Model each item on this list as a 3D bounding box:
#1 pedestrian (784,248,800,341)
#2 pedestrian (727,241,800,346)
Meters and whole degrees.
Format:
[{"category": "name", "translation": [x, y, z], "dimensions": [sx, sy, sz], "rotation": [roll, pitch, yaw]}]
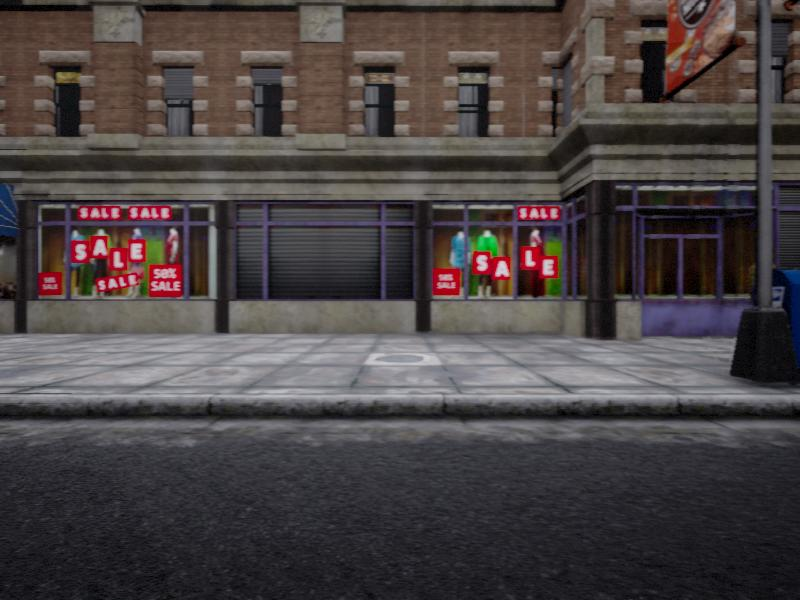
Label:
[{"category": "pedestrian", "translation": [8.344, -0.112, 7.937], "dimensions": [0.751, 1.860, 0.751], "rotation": [0, 0, 10]}, {"category": "pedestrian", "translation": [6.807, -0.112, 7.514], "dimensions": [0.751, 1.860, 0.751], "rotation": [0, 0, 6]}]
